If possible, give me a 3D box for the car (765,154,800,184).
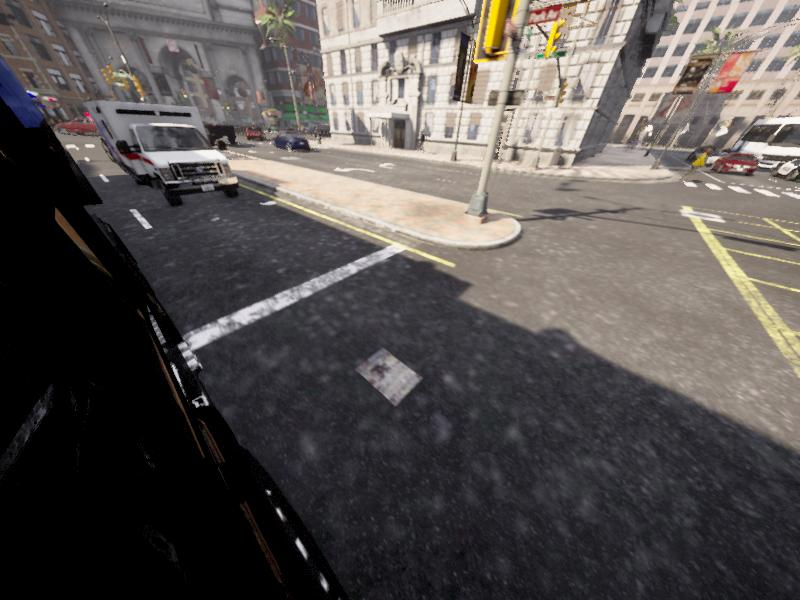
[{"bbox_3d":[30.612,-9.790,17.295,2.038,1.542,4.974,28,44,29],"label":"car"}]

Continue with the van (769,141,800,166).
[{"bbox_3d":[54.733,-20.240,31.859,1.988,2.561,5.915,28,44,30],"label":"van"}]

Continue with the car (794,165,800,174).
[{"bbox_3d":[38.330,-11.768,20.603,1.895,1.301,4.718,28,44,30],"label":"car"}]

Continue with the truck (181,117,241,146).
[{"bbox_3d":[-19.288,-17.203,23.580,6.274,2.098,2.390,27,43,29],"label":"truck"}]

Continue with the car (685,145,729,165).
[{"bbox_3d":[37.489,-17.879,28.363,2.242,1.667,4.611,28,44,30],"label":"car"}]

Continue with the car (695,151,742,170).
[{"bbox_3d":[32.957,-14.632,24.078,1.895,1.301,4.718,28,44,30],"label":"car"}]

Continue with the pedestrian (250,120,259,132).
[{"bbox_3d":[-30.729,-36.763,48.800,0.751,1.860,0.751,-4,37,-9],"label":"pedestrian"}]

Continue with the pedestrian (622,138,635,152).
[{"bbox_3d":[38.606,-26.149,38.989,0.751,1.860,0.751,30,45,32],"label":"pedestrian"}]

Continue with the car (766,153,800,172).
[{"bbox_3d":[42.923,-14.954,25.045,2.033,1.411,5.357,28,44,30],"label":"car"}]

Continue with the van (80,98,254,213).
[{"bbox_3d":[-8.153,-5.213,8.048,6.366,2.431,2.351,28,44,30],"label":"van"}]

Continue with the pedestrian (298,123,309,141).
[{"bbox_3d":[-12.800,-22.264,30.624,0.751,1.860,0.751,4,37,2],"label":"pedestrian"}]

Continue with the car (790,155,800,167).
[{"bbox_3d":[50.119,-16.768,27.573,2.097,1.767,4.553,28,44,30],"label":"car"}]

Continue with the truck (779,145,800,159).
[{"bbox_3d":[79.638,-28.383,44.605,6.274,2.098,2.390,28,44,30],"label":"truck"}]

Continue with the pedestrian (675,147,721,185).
[{"bbox_3d":[17.833,-8.056,13.878,0.751,1.860,0.751,24,42,26],"label":"pedestrian"}]

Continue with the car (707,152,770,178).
[{"bbox_3d":[28.601,-11.650,19.717,1.812,1.442,4.674,28,44,30],"label":"car"}]

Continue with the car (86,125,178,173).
[{"bbox_3d":[-14.051,-8.024,12.087,4.856,1.649,2.033,28,44,30],"label":"car"}]

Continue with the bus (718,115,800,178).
[{"bbox_3d":[37.250,-15.350,22.827,3.944,4.253,10.273,28,45,30],"label":"bus"}]

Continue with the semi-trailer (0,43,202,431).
[{"bbox_3d":[-8.705,-3.604,4.217,14.254,4.402,2.717,28,44,30],"label":"semi-trailer"}]

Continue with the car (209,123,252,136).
[{"bbox_3d":[-27.088,-27.354,37.094,2.128,1.511,4.902,26,42,27],"label":"car"}]

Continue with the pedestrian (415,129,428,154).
[{"bbox_3d":[1.982,-14.715,21.498,0.751,1.860,0.751,31,45,32],"label":"pedestrian"}]

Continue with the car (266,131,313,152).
[{"bbox_3d":[-10.380,-14.967,21.770,4.181,1.385,1.994,28,44,30],"label":"car"}]

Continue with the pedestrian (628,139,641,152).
[{"bbox_3d":[39.318,-25.936,38.750,0.751,1.860,0.751,23,41,24],"label":"pedestrian"}]

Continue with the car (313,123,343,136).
[{"bbox_3d":[-15.121,-35.882,48.736,2.150,2.045,5.566,29,44,30],"label":"car"}]

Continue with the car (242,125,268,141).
[{"bbox_3d":[-19.030,-22.099,30.521,1.851,1.617,3.988,-8,38,-14],"label":"car"}]

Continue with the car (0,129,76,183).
[{"bbox_3d":[-16.189,-6.319,9.888,5.357,1.411,2.033,28,44,30],"label":"car"}]

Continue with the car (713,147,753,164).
[{"bbox_3d":[44.957,-19.665,31.329,2.007,1.525,4.514,28,44,30],"label":"car"}]

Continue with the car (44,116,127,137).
[{"bbox_3d":[-34.879,-19.346,25.861,5.027,1.651,2.152,-6,38,-12],"label":"car"}]

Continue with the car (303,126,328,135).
[{"bbox_3d":[-18.249,-36.819,50.291,1.812,1.442,4.674,28,44,30],"label":"car"}]

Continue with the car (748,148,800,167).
[{"bbox_3d":[47.538,-18.235,29.508,2.152,1.651,5.027,29,44,30],"label":"car"}]

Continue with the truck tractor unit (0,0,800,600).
[{"bbox_3d":[-2.645,-0.295,0.351,6.516,4.208,3.053,28,44,30],"label":"truck tractor unit"}]

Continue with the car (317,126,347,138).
[{"bbox_3d":[-12.539,-30.948,42.681,2.033,1.649,4.856,28,44,30],"label":"car"}]

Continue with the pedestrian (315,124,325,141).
[{"bbox_3d":[-11.197,-23.459,32.312,0.751,1.860,0.751,16,39,17],"label":"pedestrian"}]
